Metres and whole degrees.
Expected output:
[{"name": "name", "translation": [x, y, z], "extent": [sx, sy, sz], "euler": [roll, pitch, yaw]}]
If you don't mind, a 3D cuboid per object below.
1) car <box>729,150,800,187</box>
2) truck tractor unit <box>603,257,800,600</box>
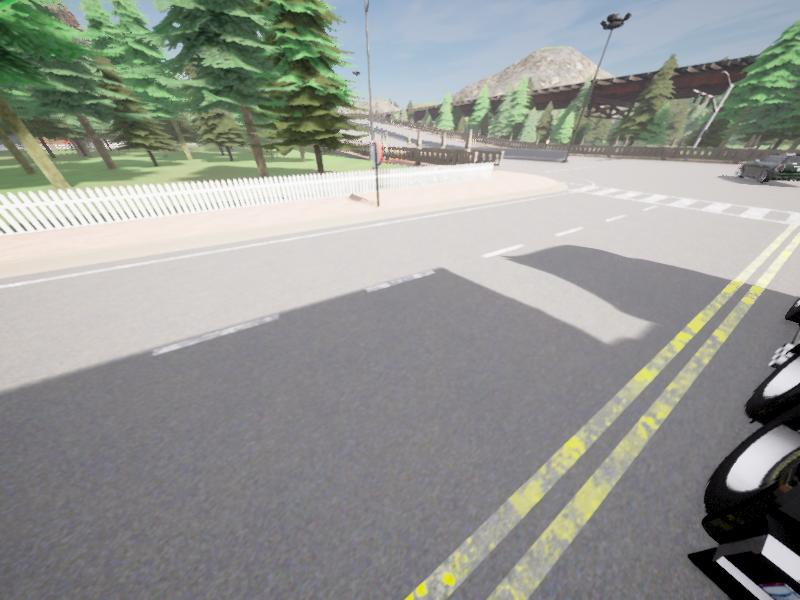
[{"name": "car", "translation": [25.306, -8.885, 15.435], "extent": [2.097, 1.767, 4.553], "euler": [19, 39, 25]}, {"name": "truck tractor unit", "translation": [5.099, -0.312, 0.797], "extent": [6.516, 4.208, 3.053], "euler": [-19, 39, -25]}]
